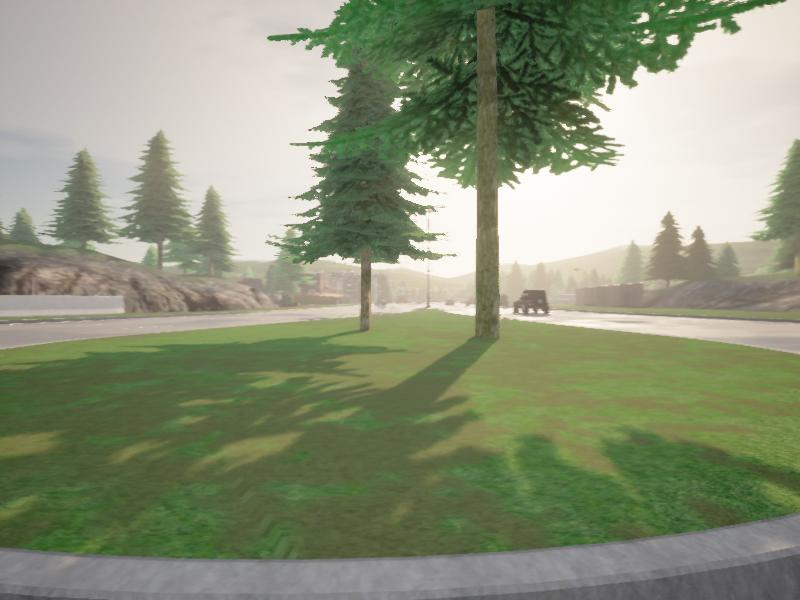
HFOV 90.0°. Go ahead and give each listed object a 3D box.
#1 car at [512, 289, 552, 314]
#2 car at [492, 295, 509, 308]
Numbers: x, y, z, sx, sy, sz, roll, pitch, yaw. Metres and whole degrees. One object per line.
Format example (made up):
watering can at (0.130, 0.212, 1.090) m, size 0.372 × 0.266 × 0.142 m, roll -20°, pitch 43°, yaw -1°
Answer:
car at (10.389, 0.142, 31.750) m, size 1.905 × 1.878 × 3.866 m, roll 0°, pitch 0°, yaw 0°
car at (15.691, 0.234, 62.646) m, size 1.905 × 1.878 × 3.866 m, roll 0°, pitch 0°, yaw 4°
